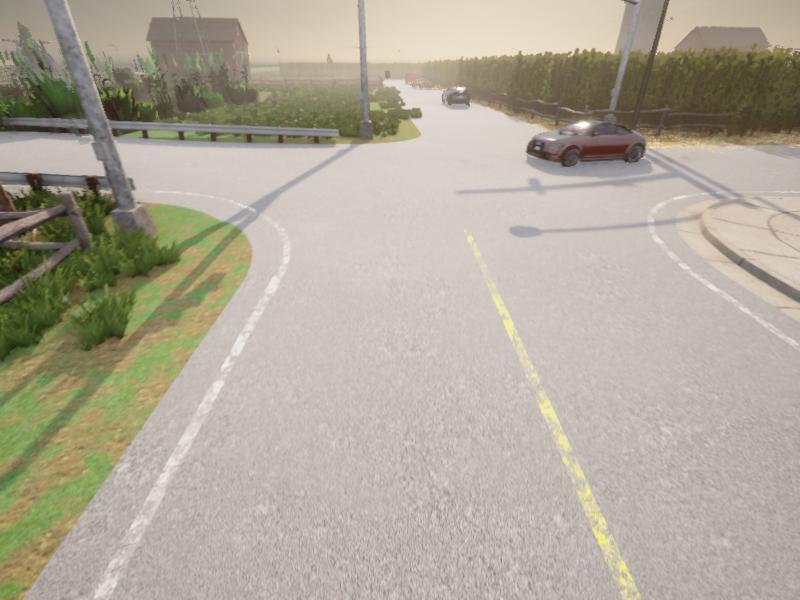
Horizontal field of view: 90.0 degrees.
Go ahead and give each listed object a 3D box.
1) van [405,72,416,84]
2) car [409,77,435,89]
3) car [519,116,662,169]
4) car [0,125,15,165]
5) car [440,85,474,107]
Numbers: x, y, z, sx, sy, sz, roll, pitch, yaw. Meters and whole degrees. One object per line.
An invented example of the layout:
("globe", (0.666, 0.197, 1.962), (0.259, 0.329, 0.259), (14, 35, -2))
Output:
("van", (2.004, -43.454, 78.306), (1.775, 1.987, 4.442), (-2, 30, -3))
("car", (3.359, -33.648, 61.970), (1.801, 1.575, 5.366), (-11, 32, -19))
("car", (6.887, -5.854, 14.729), (4.181, 1.385, 1.994), (-7, 31, -12))
("car", (-15.201, -4.949, 12.246), (4.674, 1.442, 1.812), (3, 30, 0))
("car", (5.082, -18.669, 36.496), (2.163, 1.488, 4.792), (-2, 30, -3))
